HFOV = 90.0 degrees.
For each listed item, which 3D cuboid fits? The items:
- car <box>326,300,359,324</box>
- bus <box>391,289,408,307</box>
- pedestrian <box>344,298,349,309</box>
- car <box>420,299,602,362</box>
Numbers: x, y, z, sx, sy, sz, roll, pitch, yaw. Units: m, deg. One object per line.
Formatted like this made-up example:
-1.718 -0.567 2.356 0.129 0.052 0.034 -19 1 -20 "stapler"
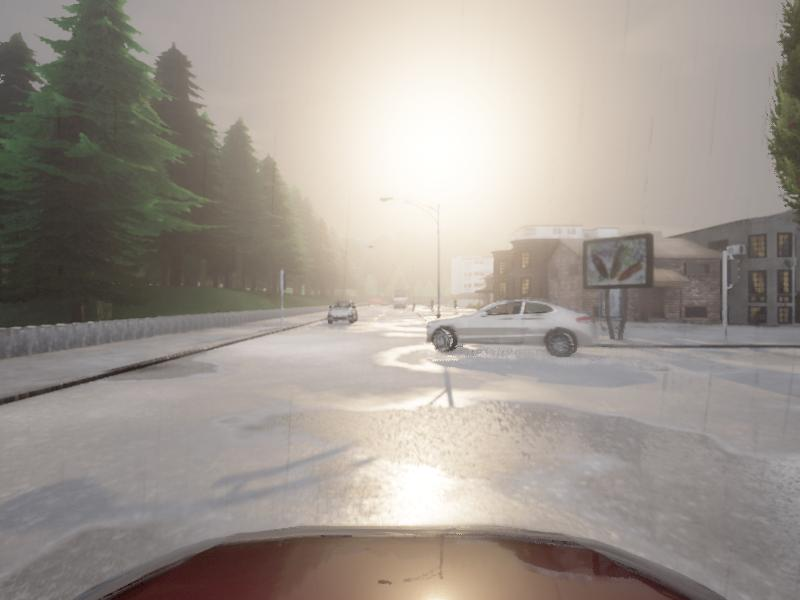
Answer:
-4.049 0.819 28.632 1.851 1.617 3.988 0 0 -1 "car"
-0.112 -0.436 96.238 3.944 4.253 10.273 0 0 0 "bus"
-9.293 0.607 69.575 0.751 1.860 0.751 0 0 1 "pedestrian"
3.349 0.793 12.448 5.027 1.651 2.152 0 0 20 "car"
